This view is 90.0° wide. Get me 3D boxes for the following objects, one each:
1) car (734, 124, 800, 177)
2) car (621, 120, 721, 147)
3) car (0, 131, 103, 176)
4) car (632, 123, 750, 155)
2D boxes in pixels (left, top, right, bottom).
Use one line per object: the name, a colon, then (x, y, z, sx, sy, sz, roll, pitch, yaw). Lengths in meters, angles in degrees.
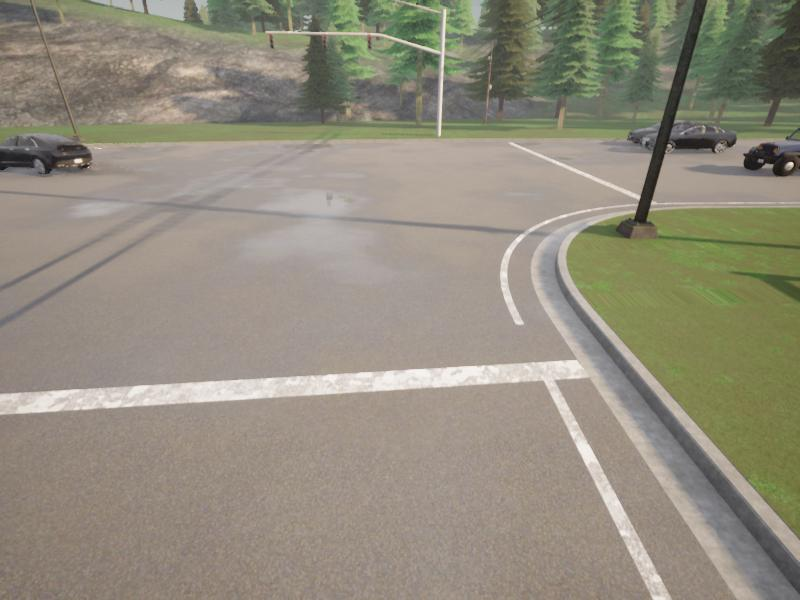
car: (16.885, -6.236, 16.614, 3.866, 1.878, 1.905, 0, 27, 0)
car: (17.492, -10.869, 26.036, 4.892, 1.490, 1.837, 0, 27, 0)
car: (-15.852, -6.442, 17.450, 4.892, 1.490, 1.837, 9, 27, 17)
car: (16.482, -9.270, 22.916, 4.902, 1.511, 2.128, 0, 27, 0)
